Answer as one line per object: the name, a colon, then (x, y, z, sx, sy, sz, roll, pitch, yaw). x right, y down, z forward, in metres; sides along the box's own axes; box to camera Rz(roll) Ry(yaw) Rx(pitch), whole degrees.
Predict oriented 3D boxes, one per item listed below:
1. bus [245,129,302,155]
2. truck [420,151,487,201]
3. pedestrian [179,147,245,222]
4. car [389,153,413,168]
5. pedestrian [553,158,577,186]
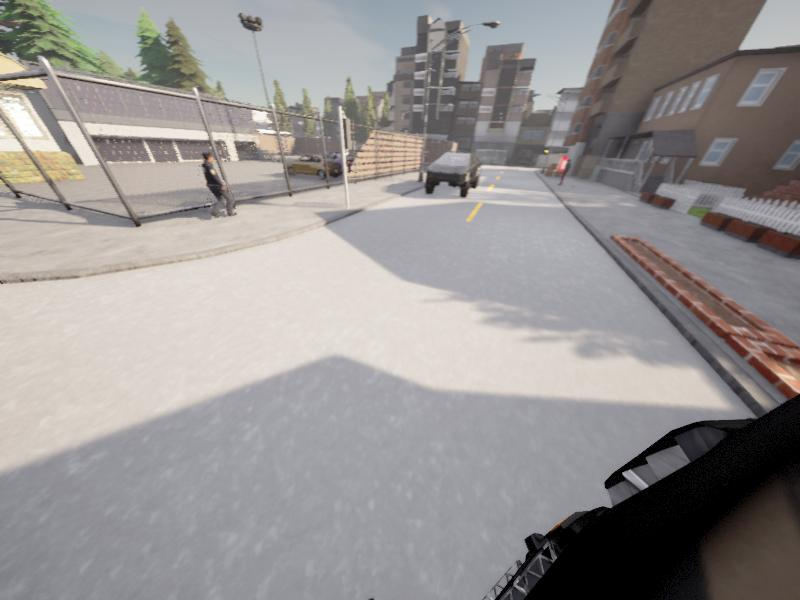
bus: (-26.934, -34.245, 50.256, 3.944, 4.253, 10.273, 14, 36, 16)
truck: (3.488, -7.799, 14.138, 2.390, 2.098, 6.274, 15, 35, 18)
pedestrian: (-5.492, -3.414, 6.857, 0.751, 1.860, 0.751, 20, 37, 25)
car: (0.113, -18.288, 30.197, 1.789, 1.547, 3.705, 15, 35, 18)
pedestrian: (12.979, -10.080, 18.227, 0.751, 1.860, 0.751, 5, 33, 4)
